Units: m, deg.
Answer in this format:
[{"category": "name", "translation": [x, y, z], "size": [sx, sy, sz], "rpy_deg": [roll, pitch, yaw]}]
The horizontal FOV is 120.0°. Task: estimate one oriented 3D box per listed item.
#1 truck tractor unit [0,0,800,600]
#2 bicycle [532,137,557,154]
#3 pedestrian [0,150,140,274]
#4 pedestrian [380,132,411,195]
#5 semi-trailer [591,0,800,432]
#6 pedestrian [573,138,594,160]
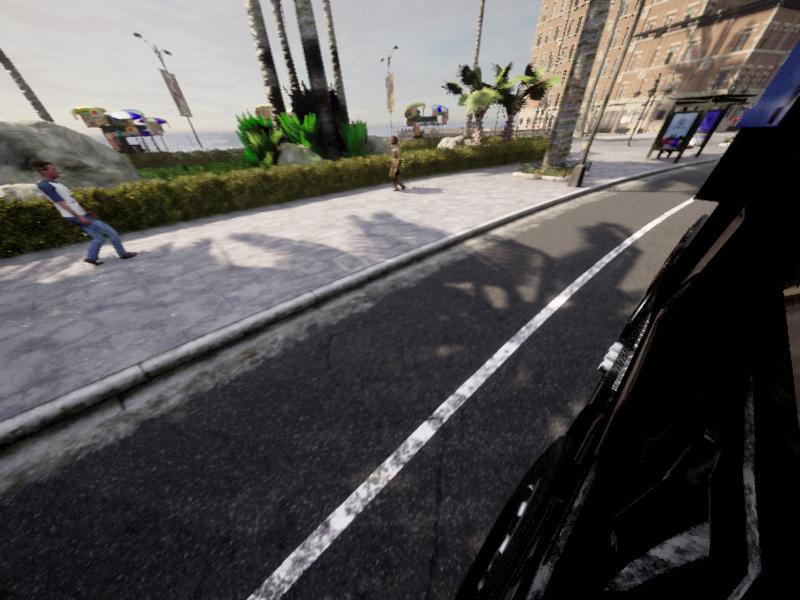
[{"category": "truck tractor unit", "translation": [2.645, -0.295, 0.352], "size": [6.516, 4.208, 3.053], "rpy_deg": [-28, 44, -30]}, {"category": "bicycle", "translation": [11.506, -12.347, 18.411], "size": [1.643, 1.024, 0.373], "rpy_deg": [-13, 38, -14]}, {"category": "pedestrian", "translation": [-5.854, -1.545, 4.152], "size": [0.751, 1.860, 0.751], "rpy_deg": [29, 47, 35]}, {"category": "pedestrian", "translation": [-0.129, -4.904, 8.332], "size": [0.751, 1.860, 0.751], "rpy_deg": [-22, 41, -24]}, {"category": "semi-trailer", "translation": [9.113, -3.263, 3.803], "size": [14.254, 4.402, 2.717], "rpy_deg": [-23, 41, -25]}, {"category": "pedestrian", "translation": [11.377, -9.392, 14.349], "size": [0.500, 1.100, 0.500], "rpy_deg": [-15, 39, -17]}]
